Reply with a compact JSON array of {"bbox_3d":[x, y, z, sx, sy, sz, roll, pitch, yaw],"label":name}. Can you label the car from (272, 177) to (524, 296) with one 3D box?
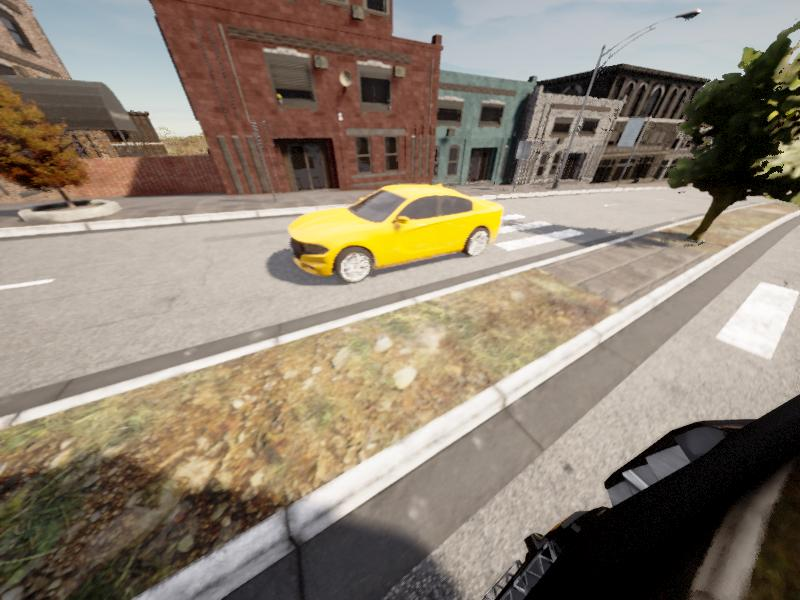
[{"bbox_3d":[0.162,-1.787,5.268,5.008,1.535,1.882,-16,38,-26],"label":"car"}]
